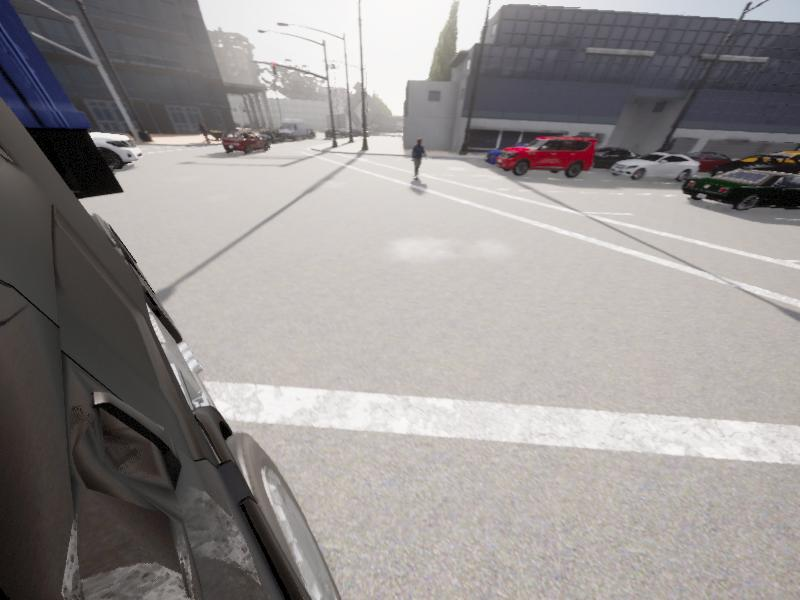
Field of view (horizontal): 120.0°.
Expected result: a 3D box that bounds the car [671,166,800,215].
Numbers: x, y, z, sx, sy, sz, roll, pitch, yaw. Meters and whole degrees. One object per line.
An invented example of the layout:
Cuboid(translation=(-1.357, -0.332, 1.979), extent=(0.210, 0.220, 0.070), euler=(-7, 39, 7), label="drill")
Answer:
Cuboid(translation=(14.572, -4.421, 9.298), extent=(4.718, 1.301, 1.895), euler=(2, 37, -1), label="car")

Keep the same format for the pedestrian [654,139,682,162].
Cuboid(translation=(26.030, -14.517, 22.445), extent=(0.751, 1.860, 0.751), euler=(12, 38, 12), label="pedestrian")

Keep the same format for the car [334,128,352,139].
Cuboid(translation=(-11.345, -33.718, 46.618), extent=(1.930, 1.638, 5.238), euler=(5, 37, 4), label="car")

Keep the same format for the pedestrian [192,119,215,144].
Cuboid(translation=(-18.979, -16.298, 22.370), extent=(0.751, 1.860, 0.751), euler=(5, 37, 4), label="pedestrian")

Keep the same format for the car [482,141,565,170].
Cuboid(translation=(9.166, -10.966, 17.544), extent=(5.008, 1.535, 1.882), euler=(2, 37, -1), label="car")

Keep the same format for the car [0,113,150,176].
Cuboid(translation=(-15.687, -7.002, 10.341), extent=(5.566, 2.045, 2.150), euler=(-20, 43, -27), label="car")

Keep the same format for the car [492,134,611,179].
Cuboid(translation=(9.187, -9.070, 14.582), extent=(5.566, 2.045, 2.150), euler=(2, 37, -1), label="car")

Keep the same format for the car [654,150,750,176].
Cuboid(translation=(22.973, -10.563, 17.773), extent=(4.181, 1.385, 1.994), euler=(2, 37, 0), label="car")

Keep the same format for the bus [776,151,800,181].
Cuboid(translation=(32.720, -9.433, 14.085), extent=(10.273, 4.253, 3.944), euler=(1, 37, 0), label="bus")

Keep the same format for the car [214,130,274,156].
Cuboid(translation=(-12.582, -12.982, 18.991), extent=(1.816, 1.474, 4.193), euler=(5, 37, 3), label="car")

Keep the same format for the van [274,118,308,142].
Cuboid(translation=(-15.462, -24.567, 33.373), extent=(1.988, 2.561, 5.915), euler=(2, 37, -1), label="van")

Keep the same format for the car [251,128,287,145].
Cuboid(translation=(-15.562, -19.663, 27.701), extent=(1.816, 1.474, 4.193), euler=(2, 37, -1), label="car")

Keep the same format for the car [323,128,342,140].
Cuboid(translation=(-11.865, -29.536, 40.996), extent=(1.930, 1.638, 5.238), euler=(2, 37, -1), label="car")

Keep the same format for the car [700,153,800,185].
Cuboid(translation=(23.043, -8.516, 14.950), extent=(4.193, 1.474, 1.816), euler=(1, 37, -1), label="car")

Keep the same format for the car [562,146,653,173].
Cuboid(translation=(15.647, -10.765, 17.666), extent=(4.892, 1.490, 1.837), euler=(1, 37, -1), label="car")

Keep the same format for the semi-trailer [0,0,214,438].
Cuboid(translation=(-9.678, -2.652, 2.890), extent=(14.254, 4.402, 2.717), euler=(15, 38, 16), label="semi-trailer")

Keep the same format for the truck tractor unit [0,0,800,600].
Cuboid(translation=(-2.645, -0.295, 0.351), extent=(6.516, 4.208, 3.053), euler=(28, 44, 30), label="truck tractor unit")

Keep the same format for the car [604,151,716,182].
Cuboid(translation=(16.477, -8.630, 14.887), extent=(4.674, 1.442, 1.812), euler=(1, 37, -1), label="car")

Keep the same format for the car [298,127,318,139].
Cuboid(translation=(-15.486, -28.175, 39.035), extent=(1.845, 1.501, 3.633), euler=(2, 37, -1), label="car")

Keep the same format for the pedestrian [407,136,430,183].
Cuboid(translation=(0.857, -6.779, 11.170), extent=(0.751, 1.860, 0.751), euler=(-5, 37, -10), label="pedestrian")

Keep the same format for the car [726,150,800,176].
Cuboid(translation=(29.330, -10.549, 17.781), extent=(5.008, 1.535, 1.882), euler=(1, 37, 0), label="car")
